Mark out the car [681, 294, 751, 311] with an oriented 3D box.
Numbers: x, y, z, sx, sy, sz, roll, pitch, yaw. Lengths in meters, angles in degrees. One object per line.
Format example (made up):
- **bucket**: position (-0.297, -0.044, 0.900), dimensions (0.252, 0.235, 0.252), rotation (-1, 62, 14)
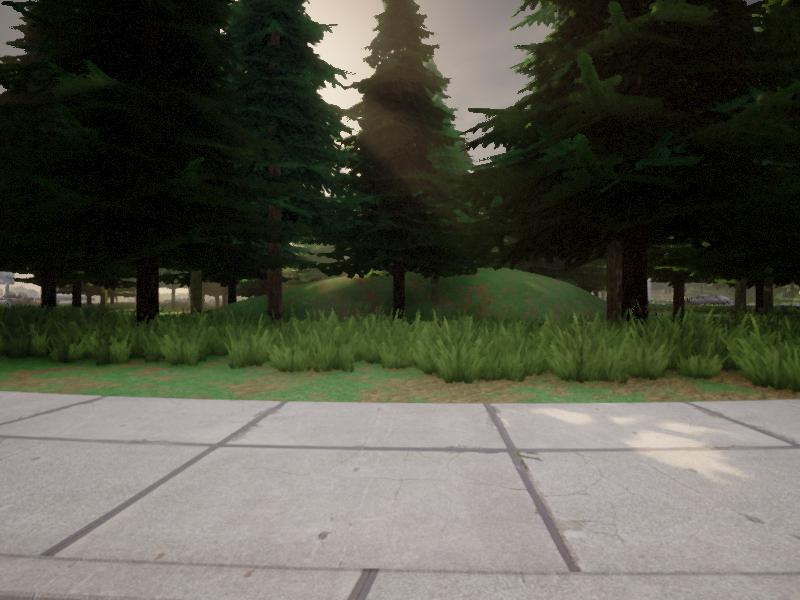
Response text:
- **car**: position (30.686, 0.237, 38.975), dimensions (2.128, 1.511, 4.902), rotation (0, 0, -28)
